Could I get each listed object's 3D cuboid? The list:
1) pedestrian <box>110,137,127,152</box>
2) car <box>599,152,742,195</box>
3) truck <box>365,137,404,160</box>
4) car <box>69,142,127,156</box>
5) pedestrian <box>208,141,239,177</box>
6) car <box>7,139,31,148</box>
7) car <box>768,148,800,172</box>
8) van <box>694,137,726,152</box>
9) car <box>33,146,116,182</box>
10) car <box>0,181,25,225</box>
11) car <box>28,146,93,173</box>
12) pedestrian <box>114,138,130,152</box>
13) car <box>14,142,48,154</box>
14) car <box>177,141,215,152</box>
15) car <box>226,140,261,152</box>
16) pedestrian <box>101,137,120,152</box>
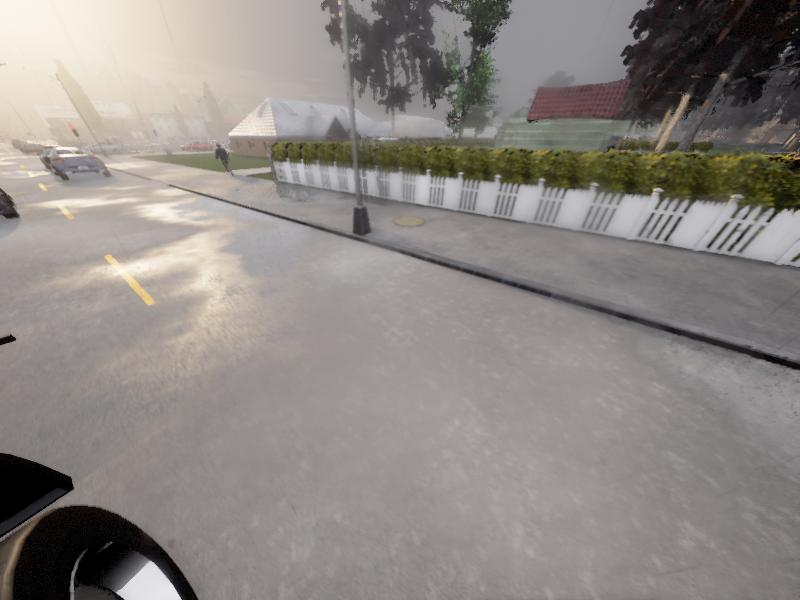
[{"bbox_3d":[-43.732,-24.113,35.883,0.751,1.860,0.751,20,40,25],"label":"pedestrian"},{"bbox_3d":[12.719,-6.359,11.404,4.181,1.381,1.994,22,41,28],"label":"car"},{"bbox_3d":[-1.618,-17.472,26.590,2.069,2.038,4.478,22,41,28],"label":"truck"},{"bbox_3d":[-42.871,-21.668,32.965,2.007,1.525,4.514,19,39,24],"label":"car"},{"bbox_3d":[-11.038,-8.828,14.508,0.751,1.860,0.751,22,41,28],"label":"pedestrian"},{"bbox_3d":[-80.940,-33.246,49.058,4.974,1.542,2.038,22,41,28],"label":"car"},{"bbox_3d":[36.536,-12.607,20.753,1.801,1.575,5.366,22,41,28],"label":"car"},{"bbox_3d":[66.179,-33.305,49.516,1.988,2.561,5.915,22,41,28],"label":"van"},{"bbox_3d":[-21.114,-8.925,14.986,5.027,1.651,2.152,22,41,28],"label":"car"},{"bbox_3d":[-14.517,-3.447,7.228,4.611,1.667,2.242,22,41,28],"label":"car"},{"bbox_3d":[-26.933,-11.258,18.325,4.974,1.542,2.038,22,41,28],"label":"car"},{"bbox_3d":[-43.150,-24.124,35.919,0.751,1.860,0.751,-23,41,-30],"label":"pedestrian"},{"bbox_3d":[-55.039,-22.700,34.459,4.181,1.385,1.994,21,40,26],"label":"car"},{"bbox_3d":[-36.221,-27.361,41.102,2.007,1.525,4.514,22,41,28],"label":"car"},{"bbox_3d":[-29.320,-29.035,43.449,2.033,1.649,4.856,22,41,28],"label":"car"},{"bbox_3d":[-44.002,-23.605,35.161,0.751,1.860,0.751,2,35,2],"label":"pedestrian"}]
